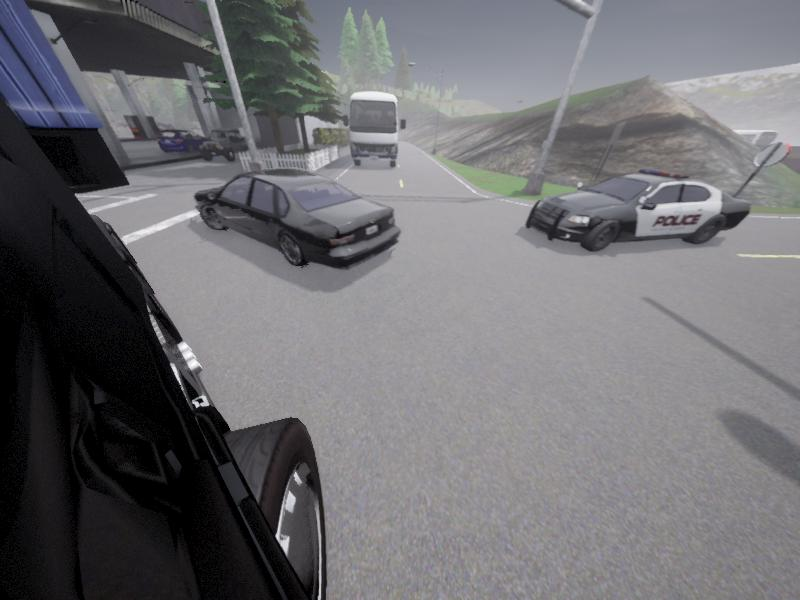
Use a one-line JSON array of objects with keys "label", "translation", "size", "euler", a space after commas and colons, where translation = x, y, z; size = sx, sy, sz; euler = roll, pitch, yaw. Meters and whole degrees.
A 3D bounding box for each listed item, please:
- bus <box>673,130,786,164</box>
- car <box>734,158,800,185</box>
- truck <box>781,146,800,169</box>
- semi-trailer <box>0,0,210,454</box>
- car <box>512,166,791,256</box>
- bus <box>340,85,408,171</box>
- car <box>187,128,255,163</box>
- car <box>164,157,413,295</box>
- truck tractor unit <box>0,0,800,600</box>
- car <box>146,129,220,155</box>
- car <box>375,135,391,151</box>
[{"label": "bus", "translation": [55.428, -26.564, 39.748], "size": [3.944, 4.253, 10.273], "euler": [1, 36, -3]}, {"label": "car", "translation": [31.732, -10.316, 18.648], "size": [2.033, 1.411, 5.357], "euler": [1, 36, -3]}, {"label": "truck", "translation": [55.938, -17.913, 28.416], "size": [2.891, 3.827, 8.468], "euler": [1, 37, -3]}, {"label": "semi-trailer", "translation": [-10.060, -1.738, 1.552], "size": [14.254, 4.402, 2.717], "euler": [6, 37, 3]}, {"label": "car", "translation": [5.986, -2.451, 6.019], "size": [4.974, 1.542, 2.038], "euler": [-5, 37, -8]}, {"label": "bus", "translation": [-1.714, -13.775, 18.836], "size": [3.944, 4.253, 10.273], "euler": [1, 37, -2]}, {"label": "car", "translation": [-12.832, -11.423, 16.962], "size": [1.905, 1.878, 3.866], "euler": [0, 36, -3]}, {"label": "car", "translation": [-2.569, -2.077, 5.152], "size": [5.357, 1.411, 2.033], "euler": [23, 41, 26]}, {"label": "truck tractor unit", "translation": [-2.645, -0.295, 0.351], "size": [6.516, 4.208, 3.053], "euler": [28, 44, 30]}, {"label": "car", "translation": [-18.644, -13.917, 20.263], "size": [2.242, 1.667, 4.611], "euler": [0, 36, -3]}, {"label": "car", "translation": [-2.259, -21.733, 31.892], "size": [2.007, 1.525, 4.514], "euler": [1, 37, -2]}]
